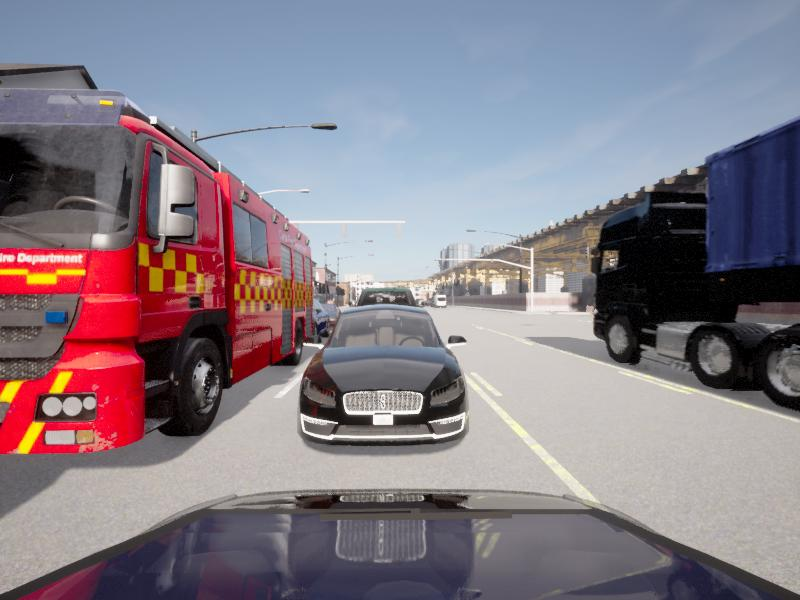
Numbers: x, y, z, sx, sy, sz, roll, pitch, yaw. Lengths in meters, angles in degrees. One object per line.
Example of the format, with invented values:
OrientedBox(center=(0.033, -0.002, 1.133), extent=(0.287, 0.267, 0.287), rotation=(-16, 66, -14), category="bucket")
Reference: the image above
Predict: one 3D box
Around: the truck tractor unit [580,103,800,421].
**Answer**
OrientedBox(center=(6.726, -0.516, 8.107), extent=(3.053, 4.208, 6.516), rotation=(0, 0, -2), category="truck tractor unit")

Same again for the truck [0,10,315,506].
OrientedBox(center=(-3.763, -0.320, 7.296), extent=(2.891, 3.827, 8.468), rotation=(0, 0, -2), category="truck")

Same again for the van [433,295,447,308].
OrientedBox(center=(8.015, 0.301, 81.061), extent=(1.988, 2.561, 5.915), rotation=(0, 0, -2), category="van")

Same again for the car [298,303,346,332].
OrientedBox(center=(-4.249, 0.897, 22.560), extent=(2.033, 1.411, 5.357), rotation=(0, 0, -4), category="car")

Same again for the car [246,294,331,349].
OrientedBox(center=(-3.999, 0.694, 15.235), extent=(2.097, 1.767, 4.553), rotation=(0, 0, -2), category="car")

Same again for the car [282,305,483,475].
OrientedBox(center=(-0.220, 0.845, 6.104), extent=(1.837, 1.490, 4.892), rotation=(0, 0, -2), category="car")

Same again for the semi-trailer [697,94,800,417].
OrientedBox(center=(6.985, -0.618, 0.195), extent=(2.717, 4.402, 14.254), rotation=(0, 0, -2), category="semi-trailer")

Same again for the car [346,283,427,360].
OrientedBox(center=(-0.444, 0.568, 13.466), extent=(2.150, 2.045, 5.566), rotation=(0, 0, -2), category="car")
